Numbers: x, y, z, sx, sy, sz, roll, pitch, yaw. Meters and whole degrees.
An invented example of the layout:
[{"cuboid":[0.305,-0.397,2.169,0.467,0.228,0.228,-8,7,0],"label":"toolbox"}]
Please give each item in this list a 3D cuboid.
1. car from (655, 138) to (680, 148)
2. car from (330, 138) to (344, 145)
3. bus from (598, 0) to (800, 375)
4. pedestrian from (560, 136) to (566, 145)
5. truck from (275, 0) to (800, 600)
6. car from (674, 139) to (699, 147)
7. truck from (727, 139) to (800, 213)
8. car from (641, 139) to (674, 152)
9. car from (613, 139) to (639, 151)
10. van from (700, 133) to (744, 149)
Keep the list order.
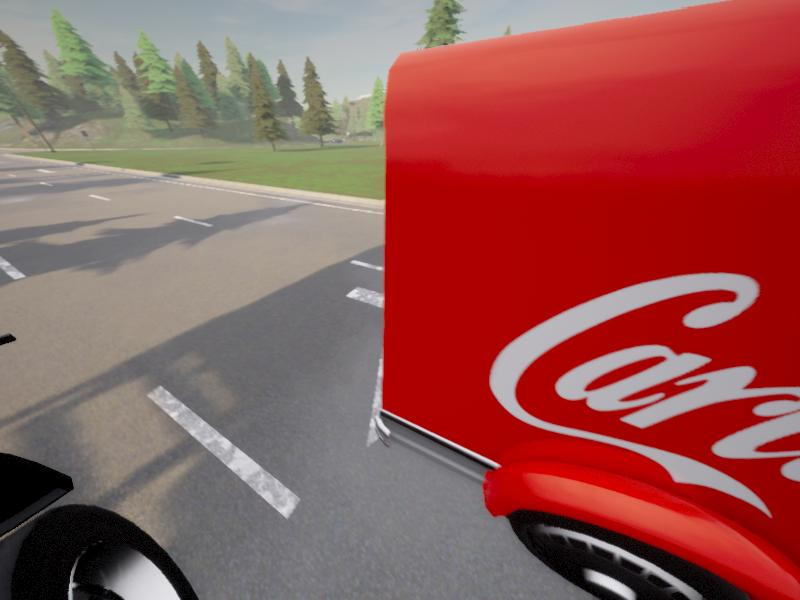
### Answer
[{"cuboid":[59.606,-35.152,51.616,2.038,1.542,4.974,16,39,21],"label":"car"},{"cuboid":[-18.741,-47.794,69.399,2.152,1.651,5.027,6,36,8],"label":"car"},{"cuboid":[8.895,-0.924,1.488,10.273,4.253,3.944,16,39,20],"label":"bus"},{"cuboid":[40.189,-39.449,57.013,0.751,1.860,0.751,18,39,23],"label":"pedestrian"},{"cuboid":[2.668,0.418,1.140,5.204,2.467,2.627,17,39,22],"label":"truck"},{"cuboid":[63.160,-34.699,51.050,1.812,1.442,4.674,16,39,22],"label":"car"},{"cuboid":[15.830,-4.336,8.104,2.390,2.098,6.274,16,39,21],"label":"truck"},{"cuboid":[42.025,-25.342,37.829,2.033,1.649,4.856,17,39,22],"label":"car"},{"cuboid":[40.344,-27.875,41.445,2.038,1.542,4.974,17,39,22],"label":"car"},{"cuboid":[64.386,-31.996,46.432,2.351,2.431,6.366,16,39,22],"label":"van"}]
